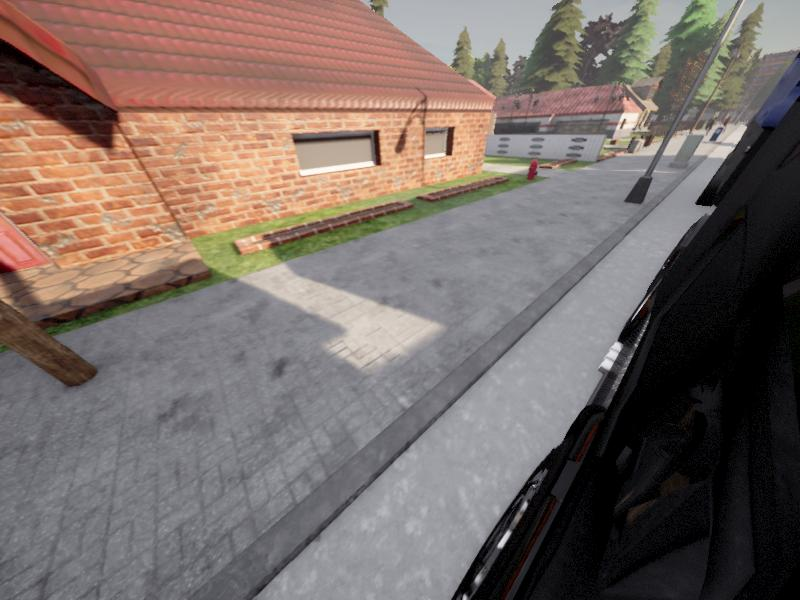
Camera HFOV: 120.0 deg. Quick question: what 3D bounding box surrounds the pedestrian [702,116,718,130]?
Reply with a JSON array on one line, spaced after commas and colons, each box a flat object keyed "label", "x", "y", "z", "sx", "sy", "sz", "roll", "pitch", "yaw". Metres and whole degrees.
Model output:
[{"label": "pedestrian", "x": 50.816, "y": -28.985, "z": 37.831, "sx": 0.751, "sy": 1.860, "sz": 0.751, "roll": 27, "pitch": 46, "yaw": 33}]

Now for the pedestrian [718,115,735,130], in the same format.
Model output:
[{"label": "pedestrian", "x": 50.682, "y": -27.515, "z": 35.870, "sx": 0.751, "sy": 1.860, "sz": 0.751, "roll": -31, "pitch": 45, "yaw": -32}]

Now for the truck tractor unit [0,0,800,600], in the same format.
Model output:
[{"label": "truck tractor unit", "x": 2.645, "y": -0.295, "z": 0.351, "sx": 6.516, "sy": 4.208, "sz": 3.053, "roll": -28, "pitch": 44, "yaw": -30}]

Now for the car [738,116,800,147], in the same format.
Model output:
[{"label": "car", "x": 29.739, "y": -13.690, "z": 18.717, "sx": 3.866, "sy": 1.878, "sz": 1.905, "roll": -28, "pitch": 44, "yaw": -30}]

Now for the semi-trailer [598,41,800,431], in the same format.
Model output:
[{"label": "semi-trailer", "x": 8.697, "y": -3.591, "z": 4.249, "sx": 14.254, "sy": 4.402, "sz": 2.717, "roll": -28, "pitch": 44, "yaw": -30}]

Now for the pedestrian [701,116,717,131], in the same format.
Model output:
[{"label": "pedestrian", "x": 49.421, "y": -28.263, "z": 36.942, "sx": 0.751, "sy": 1.860, "sz": 0.751, "roll": -27, "pitch": 43, "yaw": -30}]

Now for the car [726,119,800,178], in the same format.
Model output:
[{"label": "car", "x": 16.944, "y": -6.886, "z": 10.329, "sx": 4.605, "sy": 1.855, "sz": 1.932, "roll": -27, "pitch": 43, "yaw": -30}]
